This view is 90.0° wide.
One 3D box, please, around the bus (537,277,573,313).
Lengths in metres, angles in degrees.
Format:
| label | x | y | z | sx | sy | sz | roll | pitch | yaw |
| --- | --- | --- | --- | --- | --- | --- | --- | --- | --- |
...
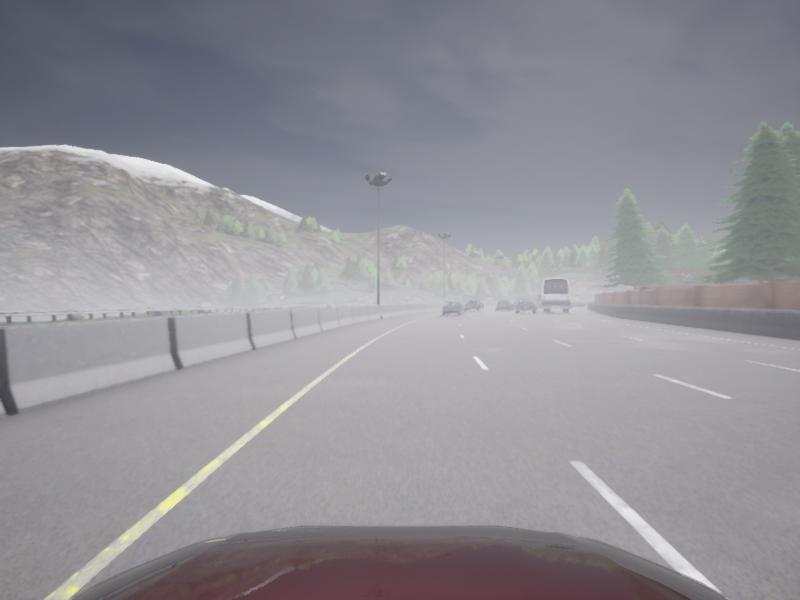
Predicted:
| label | x | y | z | sx | sy | sz | roll | pitch | yaw |
| --- | --- | --- | --- | --- | --- | --- | --- | --- | --- |
| bus | 20.342 | -0.552 | 52.586 | 3.944 | 4.253 | 10.273 | 0 | 0 | 21 |

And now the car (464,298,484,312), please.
| label | x | y | z | sx | sy | sz | roll | pitch | yaw |
| --- | --- | --- | --- | --- | --- | --- | --- | --- | --- |
| car | 10.333 | 0.630 | 55.372 | 1.932 | 1.855 | 4.605 | 0 | 1 | 21 |

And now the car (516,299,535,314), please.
| label | x | y | z | sx | sy | sz | roll | pitch | yaw |
| --- | --- | --- | --- | --- | --- | --- | --- | --- | --- |
| car | 15.197 | 0.762 | 48.302 | 2.152 | 1.651 | 5.027 | 0 | 0 | 19 |

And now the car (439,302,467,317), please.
| label | x | y | z | sx | sy | sz | roll | pitch | yaw |
| --- | --- | --- | --- | --- | --- | --- | --- | --- | --- |
| car | 5.516 | 0.873 | 40.935 | 2.033 | 1.411 | 5.357 | 0 | 0 | 16 |

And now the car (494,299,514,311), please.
| label | x | y | z | sx | sy | sz | roll | pitch | yaw |
| --- | --- | --- | --- | --- | --- | --- | --- | --- | --- |
| car | 15.320 | 0.754 | 58.601 | 2.033 | 1.649 | 4.856 | 0 | 0 | 24 |
